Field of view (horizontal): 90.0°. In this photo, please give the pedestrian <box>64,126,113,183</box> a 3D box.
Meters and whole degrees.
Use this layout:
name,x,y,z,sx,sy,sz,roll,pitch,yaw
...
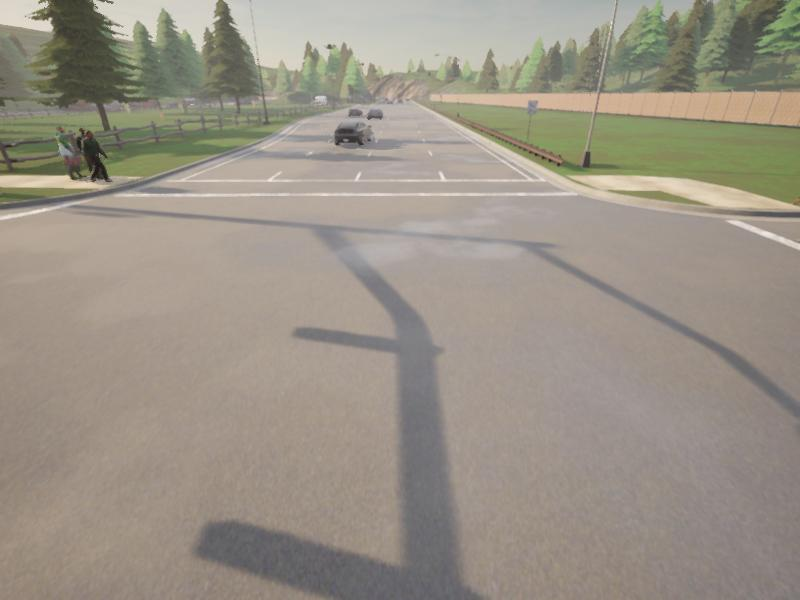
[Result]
name,x,y,z,sx,sy,sz,roll,pitch,yaw
pedestrian,-11.419,-5.361,14.693,0.751,1.860,0.751,19,33,33

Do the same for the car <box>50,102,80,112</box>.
name,x,y,z,sx,sy,sz,roll,pitch,yaw
car,-67.988,-39.241,81.344,2.097,1.767,4.553,0,27,0

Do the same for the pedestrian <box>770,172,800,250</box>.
name,x,y,z,sx,sy,sz,roll,pitch,yaw
pedestrian,9.003,-2.075,8.598,0.751,1.860,0.751,-9,29,-17

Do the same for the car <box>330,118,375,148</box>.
name,x,y,z,sx,sy,sz,roll,pitch,yaw
car,-3.112,-11.480,27.384,1.837,1.490,4.892,3,28,7

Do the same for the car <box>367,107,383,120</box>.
name,x,y,z,sx,sy,sz,roll,pitch,yaw
car,-3.469,-26.472,56.734,1.994,1.385,4.181,0,27,0

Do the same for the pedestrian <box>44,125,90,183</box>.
name,x,y,z,sx,sy,sz,roll,pitch,yaw
pedestrian,-12.231,-5.385,14.742,0.751,1.860,0.751,-18,32,-32

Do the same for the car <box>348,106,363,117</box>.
name,x,y,z,sx,sy,sz,roll,pitch,yaw
car,-6.966,-29.706,62.959,1.812,1.442,4.674,0,27,0

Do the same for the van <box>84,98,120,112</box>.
name,x,y,z,sx,sy,sz,roll,pitch,yaw
van,-60.987,-40.049,82.189,2.351,2.431,6.366,0,27,0

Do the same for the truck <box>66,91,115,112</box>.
name,x,y,z,sx,sy,sz,roll,pitch,yaw
truck,-64.483,-41.614,83.720,2.891,3.827,8.468,0,27,0

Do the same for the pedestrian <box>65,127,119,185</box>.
name,x,y,z,sx,sy,sz,roll,pitch,yaw
pedestrian,-10.867,-5.099,14.182,0.751,1.860,0.751,1,27,3
